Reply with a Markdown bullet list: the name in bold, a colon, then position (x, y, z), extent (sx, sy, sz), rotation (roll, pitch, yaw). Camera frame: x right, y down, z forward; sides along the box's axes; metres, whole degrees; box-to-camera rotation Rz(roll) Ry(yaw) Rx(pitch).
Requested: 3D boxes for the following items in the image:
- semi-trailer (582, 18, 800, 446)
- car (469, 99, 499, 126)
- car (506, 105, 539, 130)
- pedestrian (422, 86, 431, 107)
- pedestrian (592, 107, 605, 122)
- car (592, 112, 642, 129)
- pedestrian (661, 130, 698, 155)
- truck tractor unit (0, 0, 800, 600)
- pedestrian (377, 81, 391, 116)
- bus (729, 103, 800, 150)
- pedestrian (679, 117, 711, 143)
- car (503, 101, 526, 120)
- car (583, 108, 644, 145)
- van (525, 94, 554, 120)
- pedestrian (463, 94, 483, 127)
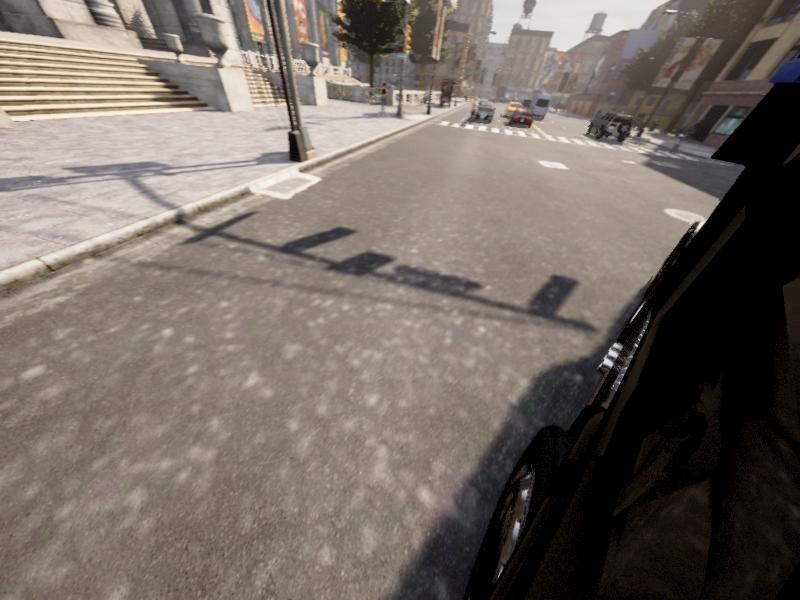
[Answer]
- **semi-trailer**: position (9.961, -1.852, 2.894), extent (14.254, 4.402, 2.717), rotation (-8, 45, -17)
- **car**: position (7.986, -17.954, 21.987), extent (2.128, 1.511, 4.902), rotation (15, 44, 9)
- **car**: position (11.512, -17.440, 21.982), extent (1.994, 1.385, 4.181), rotation (15, 44, 9)
- **pedestrian**: position (3.141, -24.485, 27.827), extent (0.751, 1.860, 0.751), rotation (9, 43, 3)
- **pedestrian**: position (33.704, -31.453, 39.223), extent (0.751, 1.860, 0.751), rotation (24, 46, 17)
- **car**: position (33.151, -27.665, 35.502), extent (5.357, 1.411, 2.033), rotation (11, 43, 5)
- **pedestrian**: position (19.181, -10.801, 15.877), extent (0.751, 1.300, 0.751), rotation (-2, 44, -9)
- **truck tractor unit**: position (2.645, -0.295, 0.351), extent (6.516, 4.208, 3.053), rotation (-27, 43, -30)
- **pedestrian**: position (-1.189, -14.713, 16.899), extent (0.751, 1.860, 0.751), rotation (11, 43, 4)
- **bus**: position (54.266, -23.200, 31.258), extent (10.273, 4.253, 3.944), rotation (15, 44, 9)
- **pedestrian**: position (28.712, -16.567, 22.551), extent (0.751, 1.860, 0.751), rotation (16, 44, 10)
- **car**: position (14.456, -24.217, 29.429), extent (1.882, 1.535, 5.008), rotation (14, 44, 8)
- **car**: position (17.714, -14.746, 19.506), extent (1.932, 1.855, 4.605), rotation (15, 44, 9)
- **van**: position (19.740, -27.699, 33.051), extent (1.988, 2.561, 5.915), rotation (15, 44, 9)
- **pedestrian**: position (5.666, -14.657, 17.906), extent (0.751, 1.860, 0.751), rotation (29, 48, 23)
